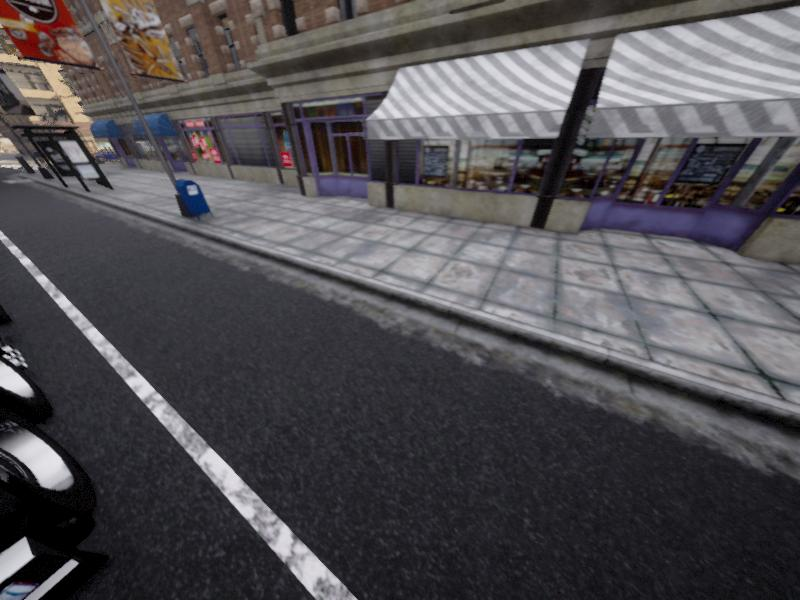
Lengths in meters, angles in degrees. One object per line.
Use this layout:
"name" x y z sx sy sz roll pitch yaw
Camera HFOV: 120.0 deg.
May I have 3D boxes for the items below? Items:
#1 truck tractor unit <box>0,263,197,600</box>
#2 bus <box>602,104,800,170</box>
"truck tractor unit" -5.117 -0.292 0.786 6.516 4.208 3.053 18 39 24
"bus" 26.685 -15.173 21.822 10.273 4.253 3.944 18 39 24
